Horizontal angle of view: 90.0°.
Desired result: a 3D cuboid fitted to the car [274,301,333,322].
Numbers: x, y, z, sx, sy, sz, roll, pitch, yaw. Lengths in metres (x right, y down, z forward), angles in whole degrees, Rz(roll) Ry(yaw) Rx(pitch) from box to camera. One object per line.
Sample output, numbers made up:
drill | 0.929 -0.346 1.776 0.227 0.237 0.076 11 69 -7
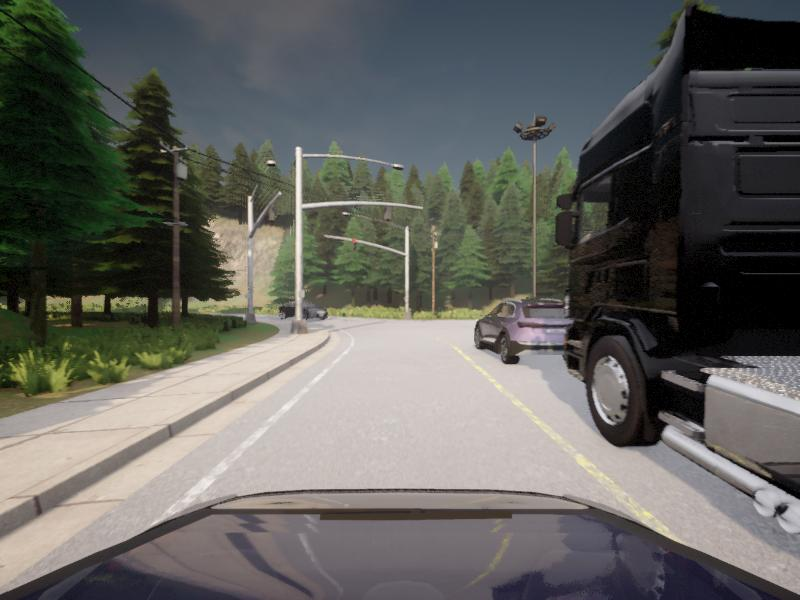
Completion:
car | -7.588 0.849 31.184 4.902 1.511 2.128 0 0 43

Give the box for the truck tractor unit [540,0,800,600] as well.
truck tractor unit | 3.546 -0.514 2.561 3.053 4.208 6.516 0 0 0

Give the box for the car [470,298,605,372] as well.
car | 3.482 0.782 11.323 2.033 1.649 4.856 0 0 -2
